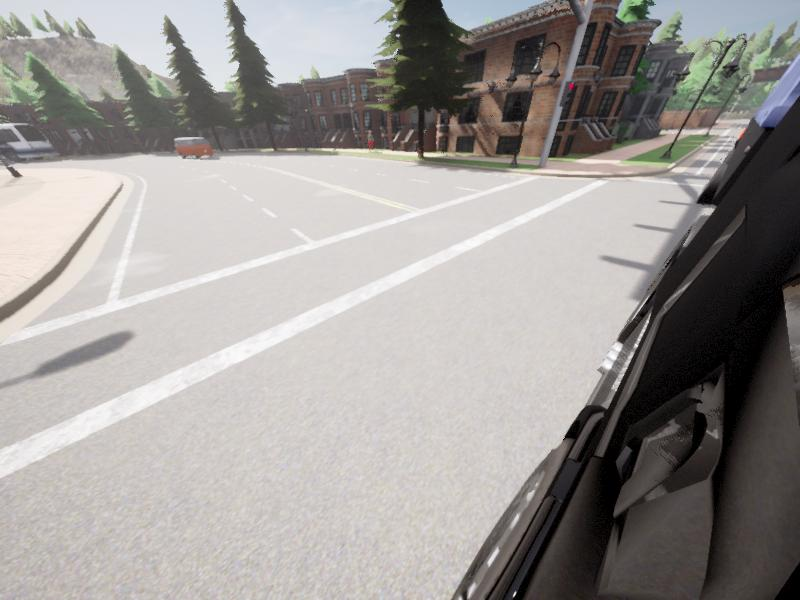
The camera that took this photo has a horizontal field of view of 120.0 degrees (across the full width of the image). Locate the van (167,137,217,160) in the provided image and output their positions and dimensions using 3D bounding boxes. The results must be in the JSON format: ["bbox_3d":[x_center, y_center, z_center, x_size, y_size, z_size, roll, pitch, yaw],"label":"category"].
[{"bbox_3d":[-23.672,-17.284,26.327,4.442,1.987,1.775,14,40,21],"label":"van"}]

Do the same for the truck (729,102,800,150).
[{"bbox_3d":[26.975,-12.581,16.658,5.204,2.467,2.627,-29,44,-29],"label":"truck"}]

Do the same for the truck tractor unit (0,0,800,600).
[{"bbox_3d":[2.645,-0.295,0.351,6.516,4.208,3.053,-28,44,-30],"label":"truck tractor unit"}]

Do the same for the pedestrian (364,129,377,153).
[{"bbox_3d":[-2.832,-15.225,22.176,0.751,1.860,0.751,-29,45,-31],"label":"pedestrian"}]

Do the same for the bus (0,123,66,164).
[{"bbox_3d":[-55.113,-21.082,31.347,10.273,4.253,3.944,-9,37,-8],"label":"bus"}]

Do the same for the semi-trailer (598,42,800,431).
[{"bbox_3d":[8.692,-3.610,4.234,14.254,4.402,2.717,-28,44,-30],"label":"semi-trailer"}]

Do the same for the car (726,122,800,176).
[{"bbox_3d":[17.419,-7.129,10.697,5.238,1.638,1.930,-28,44,-30],"label":"car"}]
